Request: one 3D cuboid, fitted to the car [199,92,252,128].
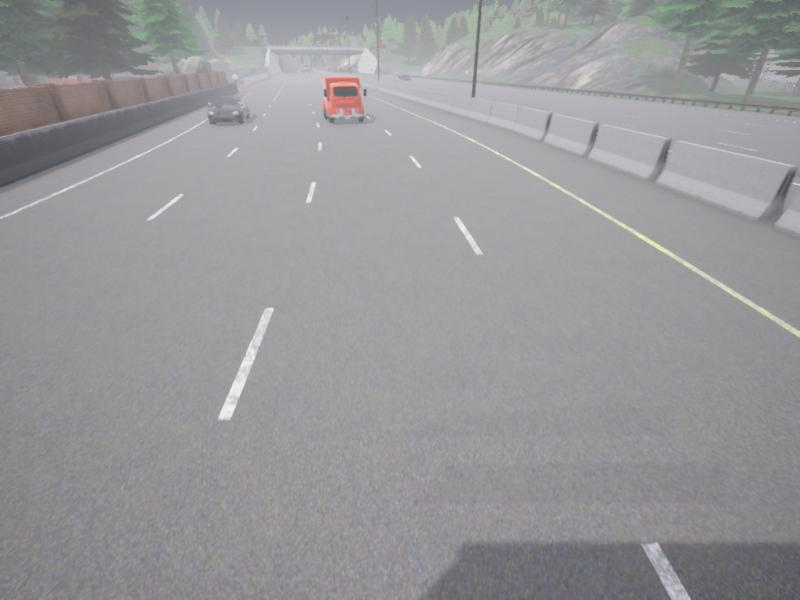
[{"bbox_3d":[-10.670,-11.915,24.869,2.038,1.542,4.974,-6,31,-10],"label":"car"}]

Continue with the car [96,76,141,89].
[{"bbox_3d":[-42.390,-32.890,60.401,4.856,1.649,2.033,-6,31,-10],"label":"car"}]

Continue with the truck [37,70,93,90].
[{"bbox_3d":[-49.249,-32.496,58.948,5.204,2.467,2.627,-6,31,-10],"label":"truck"}]

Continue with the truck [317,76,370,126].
[{"bbox_3d":[-3.604,-12.598,25.063,2.627,2.467,5.204,-6,31,-11],"label":"truck"}]
